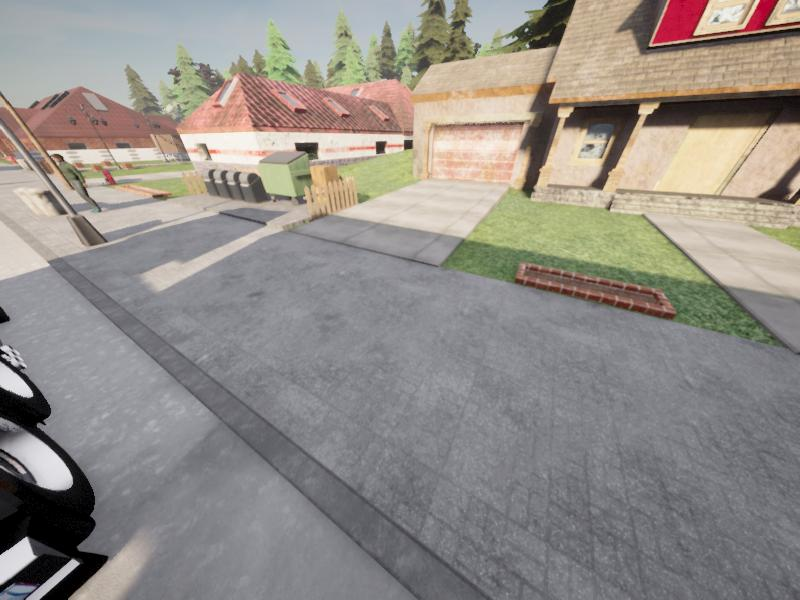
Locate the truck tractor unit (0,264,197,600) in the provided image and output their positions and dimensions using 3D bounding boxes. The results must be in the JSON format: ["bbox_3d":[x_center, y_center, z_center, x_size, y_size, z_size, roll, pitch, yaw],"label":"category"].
[{"bbox_3d":[-5.111,-0.301,0.778,6.516,4.208,3.053,18,39,24],"label":"truck tractor unit"}]

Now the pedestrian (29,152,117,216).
[{"bbox_3d":[-11.126,-3.989,7.953,0.751,1.860,0.751,9,36,13],"label":"pedestrian"}]
